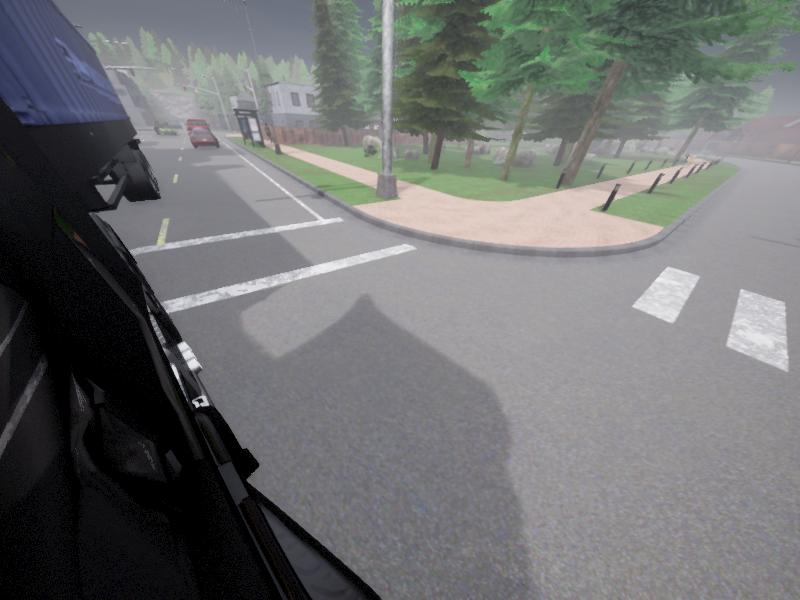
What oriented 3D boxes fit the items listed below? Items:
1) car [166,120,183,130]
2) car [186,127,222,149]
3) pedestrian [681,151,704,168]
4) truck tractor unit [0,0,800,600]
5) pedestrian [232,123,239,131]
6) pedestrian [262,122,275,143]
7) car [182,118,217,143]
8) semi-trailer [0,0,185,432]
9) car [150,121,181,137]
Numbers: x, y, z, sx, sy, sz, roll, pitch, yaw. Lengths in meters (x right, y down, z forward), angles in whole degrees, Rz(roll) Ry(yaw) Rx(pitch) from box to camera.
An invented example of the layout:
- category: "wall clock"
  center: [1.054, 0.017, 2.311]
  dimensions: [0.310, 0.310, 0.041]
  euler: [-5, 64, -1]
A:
- category: "car"
  center: [-46.313, -36.011, 47.505]
  dimensions: [1.994, 1.385, 4.181]
  euler: [-22, 43, -29]
- category: "car"
  center: [-17.986, -14.850, 21.151]
  dimensions: [1.994, 1.385, 4.181]
  euler: [-21, 43, -29]
- category: "pedestrian"
  center: [28.471, -13.717, 22.495]
  dimensions: [0.751, 1.300, 0.751]
  euler: [-22, 44, -30]
- category: "truck tractor unit"
  center: [-2.645, -0.295, 0.351]
  dimensions: [6.516, 4.208, 3.053]
  euler: [28, 44, 30]
- category: "pedestrian"
  center: [-33.207, -34.915, 46.667]
  dimensions: [0.751, 1.300, 0.751]
  euler: [-23, 44, -31]
- category: "pedestrian"
  center: [-14.712, -18.718, 25.830]
  dimensions: [0.751, 1.860, 0.751]
  euler: [-20, 43, -28]
- category: "car"
  center: [-22.608, -19.175, 26.049]
  dimensions: [2.150, 2.045, 5.566]
  euler: [-22, 43, -29]
- category: "semi-trailer"
  center: [-7.946, -4.036, 4.838]
  dimensions: [2.717, 4.402, 14.254]
  euler: [-25, 45, -32]
- category: "car"
  center: [-30.909, -22.549, 30.431]
  dimensions: [4.514, 1.525, 2.007]
  euler: [32, 45, 33]
